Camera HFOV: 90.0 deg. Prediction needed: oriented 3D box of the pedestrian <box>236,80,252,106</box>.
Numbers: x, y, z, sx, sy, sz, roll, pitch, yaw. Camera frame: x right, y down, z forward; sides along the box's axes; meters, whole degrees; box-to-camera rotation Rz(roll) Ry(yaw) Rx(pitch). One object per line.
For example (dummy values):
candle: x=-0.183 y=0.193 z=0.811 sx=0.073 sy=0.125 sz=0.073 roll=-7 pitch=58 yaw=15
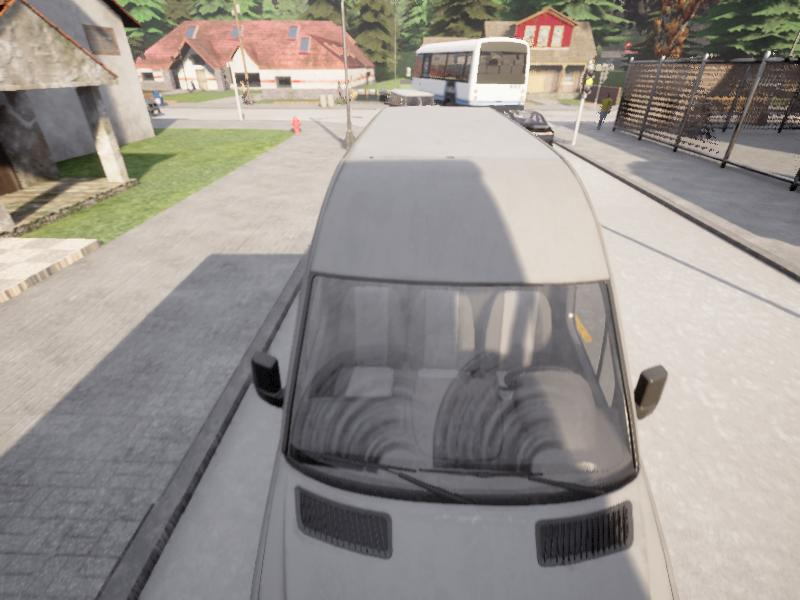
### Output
pedestrian: x=-12.780 y=-16.998 z=32.810 sx=0.751 sy=1.860 sz=0.751 roll=-4 pitch=31 yaw=-8

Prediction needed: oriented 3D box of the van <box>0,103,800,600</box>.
van: x=0.370 y=-0.127 z=3.686 sx=1.988 sy=2.561 sz=5.915 roll=1 pitch=31 yaw=2

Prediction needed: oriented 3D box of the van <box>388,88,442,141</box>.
van: x=0.617 y=-9.449 z=20.139 sx=1.775 sy=1.987 sz=4.442 roll=-5 pitch=31 yaw=-9

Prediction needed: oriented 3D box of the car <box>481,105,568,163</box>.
car: x=4.796 y=-6.892 z=16.271 sx=2.128 sy=1.511 sz=4.902 roll=1 pitch=30 yaw=2

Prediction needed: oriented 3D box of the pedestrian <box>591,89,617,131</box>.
pedestrian: x=10.488 y=-9.769 z=20.593 sx=0.751 sy=1.860 sz=0.751 roll=15 pitch=33 yaw=23

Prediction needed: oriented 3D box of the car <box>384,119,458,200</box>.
car: x=0.550 y=-4.216 z=11.641 sx=1.789 sy=1.549 sz=3.705 roll=1 pitch=30 yaw=1

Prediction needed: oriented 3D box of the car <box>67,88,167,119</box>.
car: x=-18.432 y=-12.925 z=26.271 sx=4.611 sy=1.667 sz=2.242 roll=1 pitch=30 yaw=2

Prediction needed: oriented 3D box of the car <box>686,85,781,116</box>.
car: x=23.683 y=-14.256 z=28.575 sx=4.605 sy=1.855 sz=1.932 roll=0 pitch=30 yaw=0

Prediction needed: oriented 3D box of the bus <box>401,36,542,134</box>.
bus: x=3.520 y=-13.213 z=24.342 sx=3.944 sy=4.253 sz=10.273 roll=-8 pitch=32 yaw=-15

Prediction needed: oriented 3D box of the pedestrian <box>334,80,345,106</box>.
pedestrian: x=-4.971 y=-17.046 z=32.936 sx=0.751 sy=1.860 sz=0.751 roll=0 pitch=30 yaw=-1
